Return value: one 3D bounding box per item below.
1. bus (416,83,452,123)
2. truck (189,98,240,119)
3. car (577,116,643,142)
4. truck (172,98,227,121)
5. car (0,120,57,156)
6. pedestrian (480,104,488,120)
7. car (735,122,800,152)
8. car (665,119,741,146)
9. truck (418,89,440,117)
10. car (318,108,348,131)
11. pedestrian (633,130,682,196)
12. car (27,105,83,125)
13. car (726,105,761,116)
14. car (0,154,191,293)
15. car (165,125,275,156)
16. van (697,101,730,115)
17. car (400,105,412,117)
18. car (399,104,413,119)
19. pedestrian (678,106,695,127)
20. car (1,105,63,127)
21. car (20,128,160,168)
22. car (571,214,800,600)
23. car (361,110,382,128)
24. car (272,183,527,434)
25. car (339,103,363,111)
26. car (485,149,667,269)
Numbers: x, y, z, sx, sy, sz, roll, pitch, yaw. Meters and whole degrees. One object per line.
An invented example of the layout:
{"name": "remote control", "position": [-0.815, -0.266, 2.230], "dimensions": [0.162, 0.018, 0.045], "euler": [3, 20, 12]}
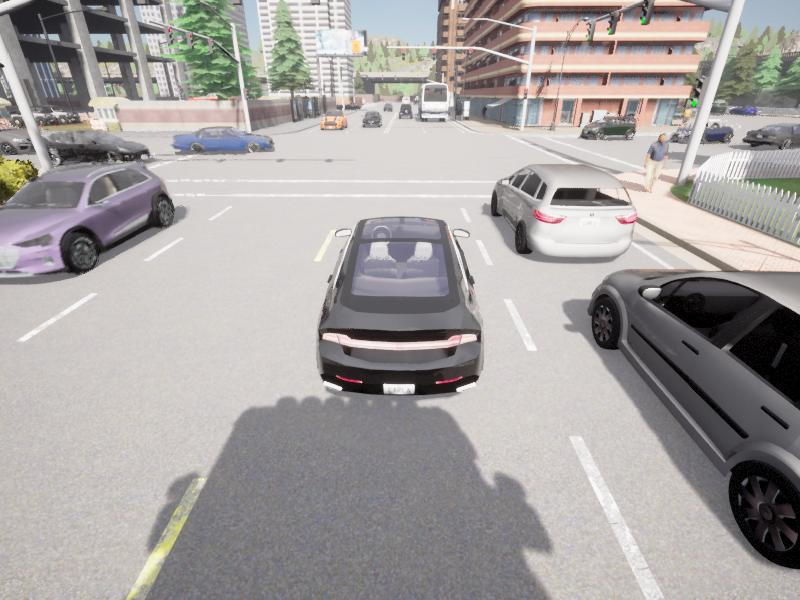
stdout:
{"name": "bus", "position": [4.143, -25.665, 51.982], "dimensions": [3.944, 4.253, 10.273], "euler": [0, 27, 1]}
{"name": "truck", "position": [-25.008, -25.964, 54.169], "dimensions": [5.204, 2.467, 2.615], "euler": [0, 27, 1]}
{"name": "car", "position": [15.231, -12.500, 29.146], "dimensions": [3.705, 1.549, 1.789], "euler": [-6, 28, -10]}
{"name": "truck", "position": [-25.062, -23.996, 50.334], "dimensions": [5.204, 2.467, 2.615], "euler": [0, 27, 1]}
{"name": "car", "position": [-22.596, -9.051, 22.313], "dimensions": [4.611, 1.667, 2.242], "euler": [0, 27, 0]}
{"name": "pedestrian", "position": [10.580, -23.667, 50.316], "dimensions": [0.751, 1.860, 0.751], "euler": [0, 27, 0]}
{"name": "car", "position": [23.860, -10.140, 24.730], "dimensions": [5.357, 1.411, 2.033], "euler": [-10, 29, -18]}
{"name": "car", "position": [20.480, -11.395, 27.086], "dimensions": [3.806, 1.475, 1.970], "euler": [-9, 29, -18]}
{"name": "truck", "position": [4.447, -31.283, 63.386], "dimensions": [2.891, 3.827, 8.468], "euler": [0, 27, 1]}
{"name": "car", "position": [-6.451, -17.661, 39.075], "dimensions": [2.097, 1.767, 4.553], "euler": [0, 27, 1]}
{"name": "pedestrian", "position": [8.051, -4.310, 12.599], "dimensions": [0.751, 1.860, 0.751], "euler": [10, 29, 19]}
{"name": "car", "position": [-36.818, -19.820, 42.770], "dimensions": [3.866, 1.878, 1.905], "euler": [0, 27, 1]}
{"name": "car", "position": [54.994, -30.400, 64.104], "dimensions": [1.816, 1.474, 4.193], "euler": [1, 27, 1]}
{"name": "car", "position": [-6.887, -1.971, 8.683], "dimensions": [2.033, 1.649, 4.856], "euler": [0, 27, 0]}
{"name": "car", "position": [-10.095, -9.191, 22.946], "dimensions": [5.357, 1.411, 2.033], "euler": [-5, 28, -11]}
{"name": "van", "position": [51.539, -31.617, 65.925], "dimensions": [1.775, 1.987, 4.442], "euler": [1, 27, 1]}
{"name": "car", "position": [0.932, -29.953, 63.302], "dimensions": [1.801, 1.575, 5.366], "euler": [0, 27, 1]}
{"name": "car", "position": [0.821, -26.462, 56.116], "dimensions": [1.905, 1.878, 3.866], "euler": [0, 27, 1]}
{"name": "pedestrian", "position": [27.573, -17.664, 38.493], "dimensions": [0.751, 1.860, 0.751], "euler": [22, 34, 36]}
{"name": "car", "position": [-36.855, -18.478, 40.153], "dimensions": [3.866, 1.878, 1.905], "euler": [0, 27, 1]}
{"name": "car", "position": [-14.554, -7.269, 19.050], "dimensions": [4.792, 1.488, 2.163], "euler": [2, 27, 5]}
{"name": "car", "position": [3.496, 0.483, 3.924], "dimensions": [1.851, 1.617, 3.988], "euler": [0, 27, 1]}
{"name": "car", "position": [-2.900, -19.099, 42.206], "dimensions": [1.837, 1.490, 4.892], "euler": [0, 27, 1]}
{"name": "car", "position": [0.025, -0.455, 5.857], "dimensions": [2.128, 1.511, 4.902], "euler": [0, 27, 1]}
{"name": "car", "position": [-10.704, -42.007, 87.051], "dimensions": [4.718, 1.301, 1.895], "euler": [10, 29, 19]}
{"name": "car", "position": [3.607, -2.400, 9.471], "dimensions": [2.242, 1.667, 4.611], "euler": [1, 27, 1]}
